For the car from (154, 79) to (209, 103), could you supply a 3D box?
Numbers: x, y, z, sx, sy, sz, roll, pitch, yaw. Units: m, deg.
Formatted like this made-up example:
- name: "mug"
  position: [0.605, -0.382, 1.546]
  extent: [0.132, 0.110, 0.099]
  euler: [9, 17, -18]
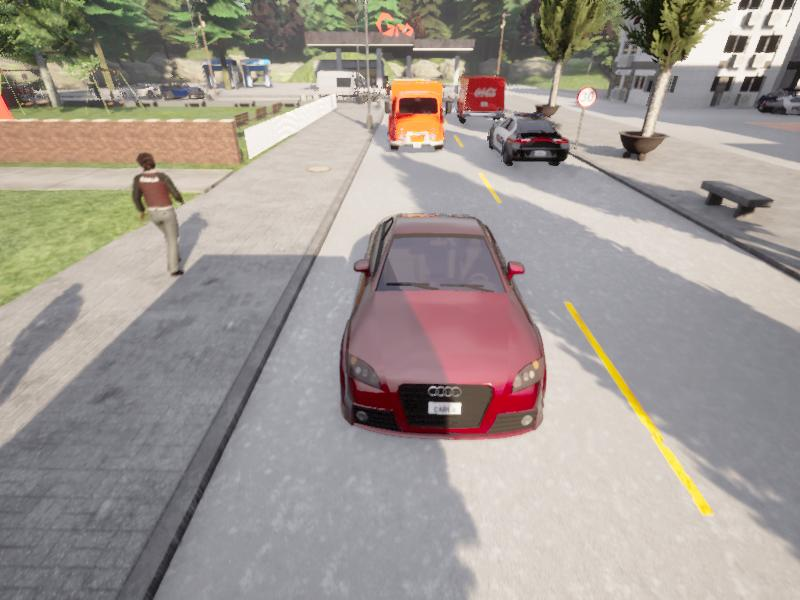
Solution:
- name: "car"
  position: [-20.772, -19.972, 38.208]
  extent: [3.866, 1.878, 1.905]
  euler: [1, 30, 1]

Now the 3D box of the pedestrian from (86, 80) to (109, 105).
- name: "pedestrian"
  position: [-25.494, -17.491, 33.748]
  extent: [0.751, 1.860, 0.751]
  euler: [0, 30, 1]

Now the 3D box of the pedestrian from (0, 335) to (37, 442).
- name: "pedestrian"
  position: [-3.981, 0.395, 3.219]
  extent: [0.751, 1.860, 0.751]
  euler: [-6, 31, -10]

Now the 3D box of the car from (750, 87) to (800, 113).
- name: "car"
  position: [28.895, -15.185, 30.314]
  extent: [1.845, 1.501, 3.633]
  euler: [6, 31, 11]

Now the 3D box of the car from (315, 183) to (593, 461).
- name: "car"
  position: [0.450, -0.236, 5.039]
  extent: [1.994, 1.385, 4.181]
  euler: [1, 30, 2]

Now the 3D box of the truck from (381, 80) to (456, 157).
- name: "truck"
  position: [0.700, -7.895, 17.027]
  extent: [2.627, 2.467, 5.204]
  euler: [1, 30, 1]

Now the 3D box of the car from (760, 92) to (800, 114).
- name: "car"
  position: [28.457, -13.714, 27.973]
  extent: [4.536, 1.218, 1.853]
  euler: [17, 34, 26]

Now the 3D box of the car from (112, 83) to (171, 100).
- name: "car"
  position: [-26.978, -21.861, 41.875]
  extent: [4.674, 1.442, 1.812]
  euler: [0, 30, 1]

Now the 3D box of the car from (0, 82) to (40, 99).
- name: "car"
  position: [-40.746, -22.020, 42.034]
  extent: [3.705, 1.549, 1.789]
  euler: [1, 30, 1]

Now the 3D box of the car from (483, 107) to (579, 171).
- name: "car"
  position: [4.658, -6.228, 15.115]
  extent: [2.038, 1.542, 4.974]
  euler: [1, 30, 1]

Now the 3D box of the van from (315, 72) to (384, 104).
- name: "van"
  position: [-4.648, -19.766, 37.228]
  extent: [5.915, 2.561, 1.988]
  euler: [6, 30, 9]

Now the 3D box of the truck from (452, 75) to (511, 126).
- name: "truck"
  position: [4.871, -12.544, 24.968]
  extent: [2.627, 2.467, 5.204]
  euler: [1, 30, 1]

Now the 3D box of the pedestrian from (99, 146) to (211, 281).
- name: "pedestrian"
  position: [-3.628, -1.299, 6.110]
  extent: [0.751, 1.860, 0.751]
  euler: [-2, 30, -3]

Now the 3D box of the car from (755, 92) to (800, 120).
- name: "car"
  position: [28.502, -13.565, 28.030]
  extent: [4.974, 1.542, 2.038]
  euler: [17, 34, 26]

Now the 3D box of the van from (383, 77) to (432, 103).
- name: "van"
  position: [0.624, -20.309, 38.655]
  extent: [4.480, 2.038, 2.069]
  euler: [26, 38, 37]

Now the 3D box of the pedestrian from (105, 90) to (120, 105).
- name: "pedestrian"
  position: [-24.726, -17.432, 34.400]
  extent: [0.500, 1.100, 0.500]
  euler: [7, 31, 11]
